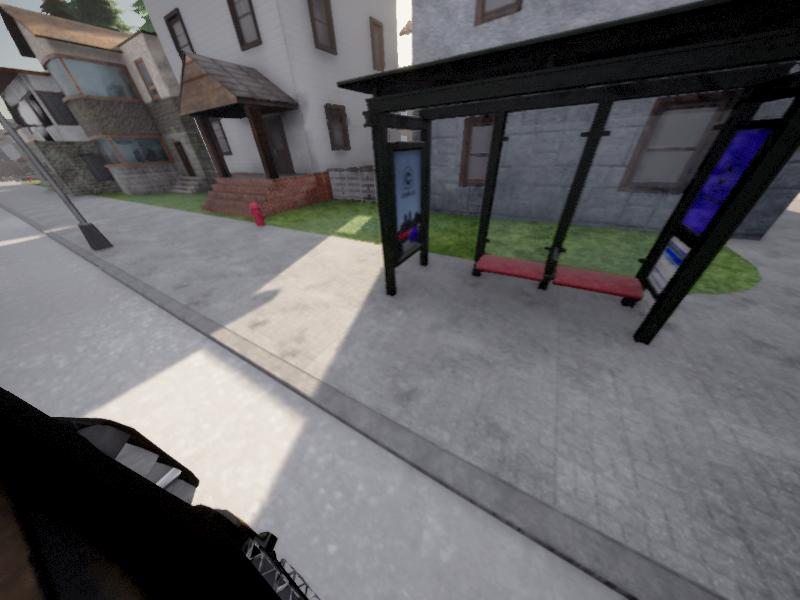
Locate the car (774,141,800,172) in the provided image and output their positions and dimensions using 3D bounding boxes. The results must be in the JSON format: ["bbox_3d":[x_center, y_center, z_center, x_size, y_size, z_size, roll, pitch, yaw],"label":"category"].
[{"bbox_3d":[24.843,-7.957,12.821,2.128,1.511,4.902,14,37,24],"label":"car"}]

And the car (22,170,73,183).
[{"bbox_3d":[-61.826,-21.746,40.602,2.007,1.525,4.514,16,38,26],"label":"car"}]

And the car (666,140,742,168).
[{"bbox_3d":[24.106,-11.818,18.623,2.033,1.649,4.856,16,37,27],"label":"car"}]

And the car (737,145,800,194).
[{"bbox_3d":[17.953,-5.790,10.064,1.837,1.490,4.892,16,38,26],"label":"car"}]
